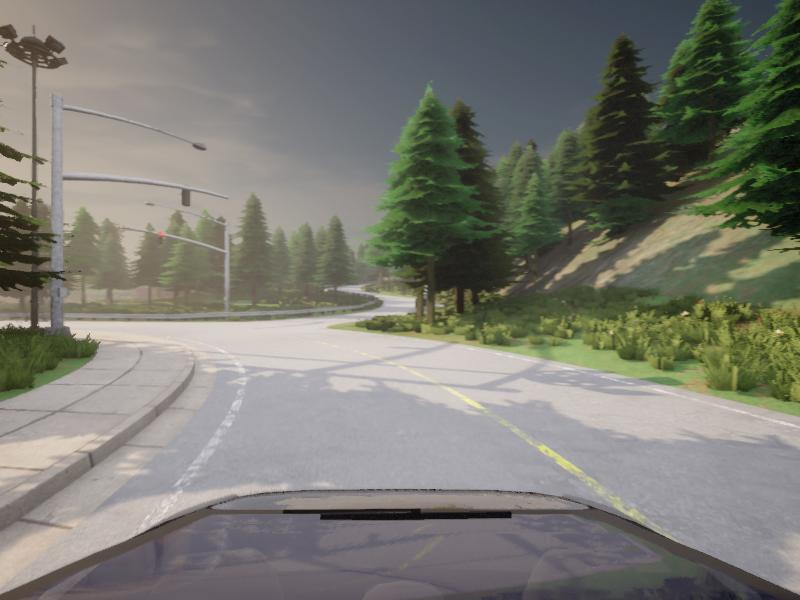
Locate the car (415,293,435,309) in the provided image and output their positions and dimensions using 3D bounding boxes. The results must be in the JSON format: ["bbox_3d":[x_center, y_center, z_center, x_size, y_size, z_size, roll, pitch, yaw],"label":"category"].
[{"bbox_3d":[2.906,0.051,45.430,1.882,1.535,5.008,0,4,9],"label":"car"}]
